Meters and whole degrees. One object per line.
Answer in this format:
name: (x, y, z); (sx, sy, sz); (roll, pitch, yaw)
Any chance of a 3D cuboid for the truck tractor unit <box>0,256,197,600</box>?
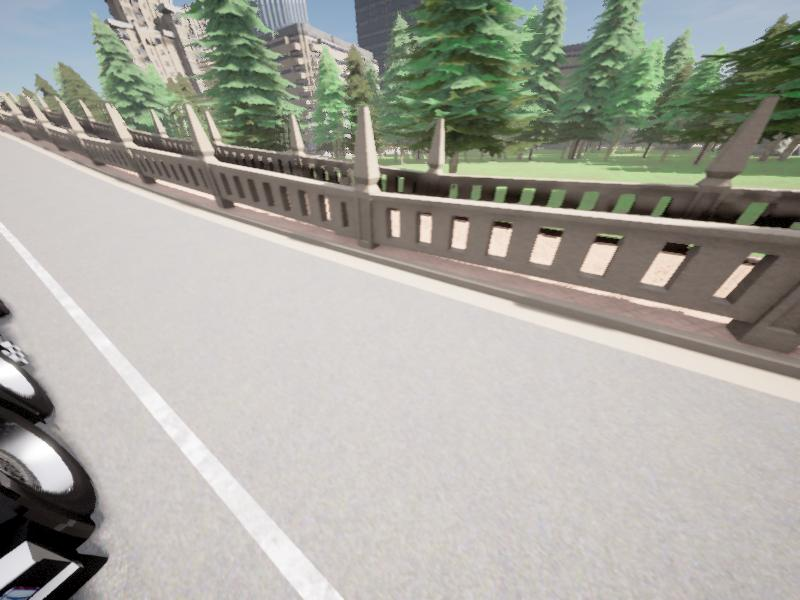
truck tractor unit: (-5.084, -0.334, 0.764); (6.516, 4.208, 3.053); (20, 40, 24)
